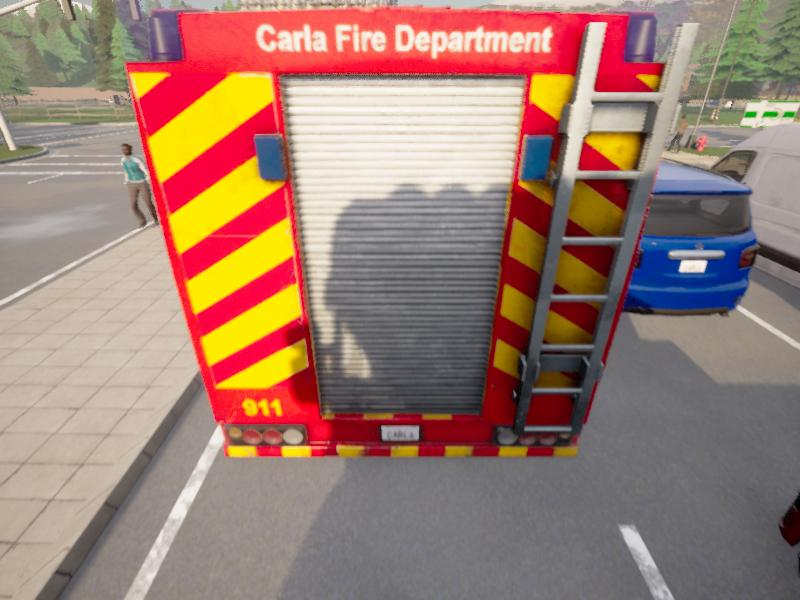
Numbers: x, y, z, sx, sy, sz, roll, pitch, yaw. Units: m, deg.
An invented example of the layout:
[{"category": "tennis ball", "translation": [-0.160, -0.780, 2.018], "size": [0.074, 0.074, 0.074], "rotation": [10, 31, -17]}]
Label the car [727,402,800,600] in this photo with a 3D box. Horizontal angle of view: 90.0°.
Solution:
[{"category": "car", "translation": [3.479, 1.949, 0.985], "size": [1.851, 1.617, 3.988], "rotation": [0, 28, 0]}]

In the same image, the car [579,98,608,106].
[{"category": "car", "translation": [41.419, -42.381, 85.545], "size": [4.974, 1.542, 2.038], "rotation": [0, 28, 0]}]

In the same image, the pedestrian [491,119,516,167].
[{"category": "pedestrian", "translation": [4.487, -6.851, 17.435], "size": [0.751, 1.860, 0.751], "rotation": [1, 28, 2]}]

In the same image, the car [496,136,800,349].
[{"category": "car", "translation": [3.499, -1.564, 7.197], "size": [2.150, 2.045, 5.566], "rotation": [0, 28, 0]}]

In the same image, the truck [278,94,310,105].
[{"category": "truck", "translation": [-23.355, -44.537, 88.730], "size": [6.274, 2.098, 2.390], "rotation": [0, 28, 0]}]

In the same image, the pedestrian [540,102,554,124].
[{"category": "pedestrian", "translation": [13.746, -17.530, 37.446], "size": [0.751, 1.860, 0.751], "rotation": [0, 28, -1]}]

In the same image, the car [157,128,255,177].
[{"category": "car", "translation": [-7.951, -6.351, 16.965], "size": [1.994, 1.385, 4.181], "rotation": [1, 28, 1]}]

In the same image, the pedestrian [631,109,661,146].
[{"category": "pedestrian", "translation": [13.812, -9.689, 22.531], "size": [0.751, 1.860, 0.751], "rotation": [1, 28, 1]}]

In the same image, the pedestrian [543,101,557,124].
[{"category": "pedestrian", "translation": [14.184, -17.765, 37.896], "size": [0.751, 1.860, 0.751], "rotation": [2, 28, 4]}]

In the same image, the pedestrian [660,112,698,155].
[{"category": "pedestrian", "translation": [13.685, -8.186, 19.671], "size": [0.751, 1.860, 0.751], "rotation": [0, 28, -1]}]

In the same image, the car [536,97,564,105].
[{"category": "car", "translation": [33.250, -44.069, 88.657], "size": [5.238, 1.638, 1.930], "rotation": [0, 28, 0]}]

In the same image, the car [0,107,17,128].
[{"category": "car", "translation": [-36.961, -15.862, 34.715], "size": [4.974, 1.542, 2.038], "rotation": [1, 28, 0]}]

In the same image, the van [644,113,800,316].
[{"category": "van", "translation": [7.007, -1.530, 6.622], "size": [1.988, 2.561, 5.915], "rotation": [0, 28, 0]}]

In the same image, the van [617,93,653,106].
[{"category": "van", "translation": [50.012, -42.782, 85.290], "size": [5.915, 2.561, 1.988], "rotation": [0, 28, 0]}]

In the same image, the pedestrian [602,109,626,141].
[{"category": "pedestrian", "translation": [14.023, -11.469, 26.246], "size": [0.751, 1.860, 0.751], "rotation": [2, 28, 4]}]

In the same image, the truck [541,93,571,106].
[{"category": "truck", "translation": [33.236, -42.809, 85.365], "size": [5.204, 2.467, 2.627], "rotation": [0, 28, 0]}]

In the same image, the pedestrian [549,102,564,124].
[{"category": "pedestrian", "translation": [14.390, -17.224, 36.867], "size": [0.751, 1.860, 0.751], "rotation": [-4, 28, -8]}]

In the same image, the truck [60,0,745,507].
[{"category": "truck", "translation": [0.007, -1.996, 6.089], "size": [2.891, 3.827, 8.468], "rotation": [0, 28, 0]}]

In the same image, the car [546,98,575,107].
[{"category": "car", "translation": [33.057, -40.791, 82.473], "size": [4.974, 1.542, 2.038], "rotation": [0, 28, 0]}]

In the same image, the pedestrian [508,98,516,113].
[{"category": "pedestrian", "translation": [15.743, -27.422, 56.274], "size": [0.751, 1.860, 0.751], "rotation": [2, 28, 4]}]

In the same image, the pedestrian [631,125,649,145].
[{"category": "pedestrian", "translation": [14.556, -10.001, 24.272], "size": [0.500, 1.100, 0.500], "rotation": [3, 28, 6]}]

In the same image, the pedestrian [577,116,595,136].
[{"category": "pedestrian", "translation": [13.469, -12.608, 29.009], "size": [0.751, 1.300, 0.751], "rotation": [1, 28, 1]}]

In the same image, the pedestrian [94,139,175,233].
[{"category": "pedestrian", "translation": [-5.667, -2.458, 8.665], "size": [0.751, 1.860, 0.751], "rotation": [0, 28, 0]}]

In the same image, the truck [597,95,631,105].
[{"category": "truck", "translation": [48.963, -45.830, 91.597], "size": [6.274, 2.098, 2.390], "rotation": [0, 28, 0]}]

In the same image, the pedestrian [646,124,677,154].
[{"category": "pedestrian", "translation": [13.040, -8.041, 19.993], "size": [0.751, 1.300, 0.751], "rotation": [4, 28, 8]}]

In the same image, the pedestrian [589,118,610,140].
[{"category": "pedestrian", "translation": [13.433, -11.547, 26.988], "size": [0.751, 1.300, 0.751], "rotation": [0, 28, 0]}]
